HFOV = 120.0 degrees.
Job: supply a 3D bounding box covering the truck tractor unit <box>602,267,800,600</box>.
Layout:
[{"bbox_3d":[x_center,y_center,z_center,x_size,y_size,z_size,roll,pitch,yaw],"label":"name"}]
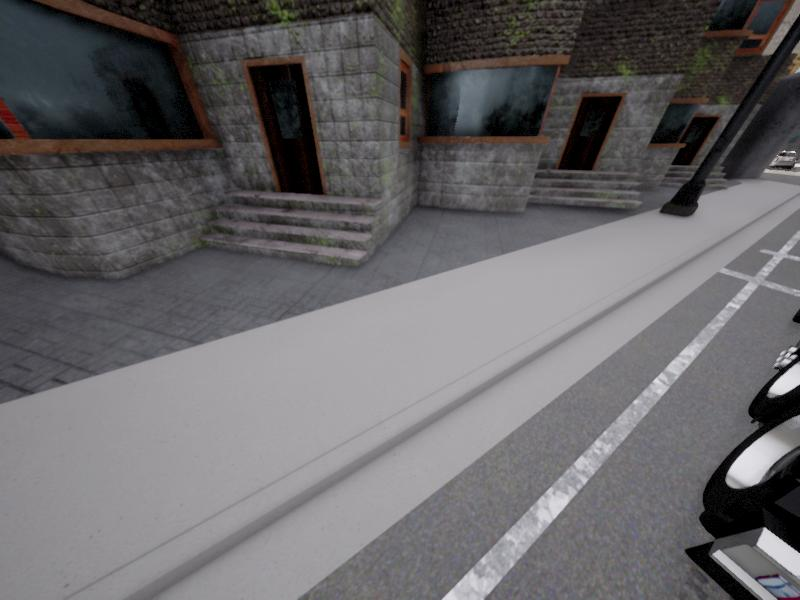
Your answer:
[{"bbox_3d":[5.120,-0.289,0.782,6.516,4.208,3.053,-18,39,-24],"label":"truck tractor unit"}]
